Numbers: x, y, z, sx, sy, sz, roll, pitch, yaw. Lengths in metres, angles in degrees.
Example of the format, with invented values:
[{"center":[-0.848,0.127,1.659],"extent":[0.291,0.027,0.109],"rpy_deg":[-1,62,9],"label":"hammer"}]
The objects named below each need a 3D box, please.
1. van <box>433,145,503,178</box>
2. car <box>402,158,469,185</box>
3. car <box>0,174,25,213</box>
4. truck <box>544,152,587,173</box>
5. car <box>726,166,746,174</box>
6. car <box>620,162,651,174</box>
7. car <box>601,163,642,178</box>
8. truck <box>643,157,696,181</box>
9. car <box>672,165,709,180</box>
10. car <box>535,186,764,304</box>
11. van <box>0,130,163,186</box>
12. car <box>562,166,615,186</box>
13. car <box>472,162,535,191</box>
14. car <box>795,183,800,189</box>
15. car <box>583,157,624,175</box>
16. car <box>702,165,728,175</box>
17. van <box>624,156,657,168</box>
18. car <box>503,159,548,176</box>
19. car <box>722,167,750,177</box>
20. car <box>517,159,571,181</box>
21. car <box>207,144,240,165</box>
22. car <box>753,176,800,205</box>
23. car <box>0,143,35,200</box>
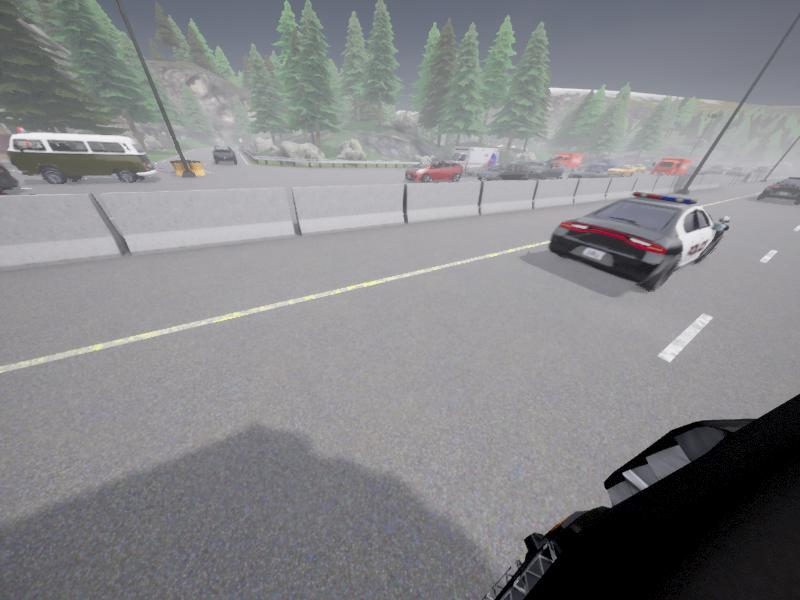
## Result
[{"center":[6.583,-13.402,22.442],"extent":[6.366,2.431,2.351],"rpy_deg":[-16,38,-26],"label":"van"},{"center":[2.611,-9.665,17.325],"extent":[4.514,1.525,2.007],"rpy_deg":[-16,38,-26],"label":"car"},{"center":[-13.960,-2.822,5.508],"extent":[4.553,1.767,2.097],"rpy_deg":[-16,38,-26],"label":"car"},{"center":[25.101,-20.908,35.136],"extent":[5.204,2.467,2.627],"rpy_deg":[-16,38,-27],"label":"truck"},{"center":[86.453,-33.371,59.423],"extent":[3.988,1.617,1.851],"rpy_deg":[-16,38,-26],"label":"car"},{"center":[40.557,-22.699,39.802],"extent":[5.366,1.575,1.801],"rpy_deg":[-16,38,-26],"label":"car"},{"center":[29.700,-17.379,30.960],"extent":[5.366,1.575,1.801],"rpy_deg":[-16,38,-26],"label":"car"},{"center":[35.006,-17.017,30.030],"extent":[5.204,2.467,2.627],"rpy_deg":[-16,38,-27],"label":"truck"},{"center":[43.392,-19.048,34.478],"extent":[4.856,1.649,2.033],"rpy_deg":[-16,38,-26],"label":"car"},{"center":[5.957,-1.677,5.538],"extent":[4.974,1.542,2.038],"rpy_deg":[-16,38,-26],"label":"car"},{"center":[-15.420,-6.974,11.436],"extent":[4.480,2.038,2.069],"rpy_deg":[-16,38,-26],"label":"van"},{"center":[17.576,-11.617,21.547],"extent":[4.181,1.385,1.994],"rpy_deg":[-16,38,-26],"label":"car"},{"center":[7.273,-8.766,16.304],"extent":[3.705,1.549,1.789],"rpy_deg":[-16,38,-26],"label":"car"},{"center":[50.613,-14.307,27.977],"extent":[4.514,1.525,2.007],"rpy_deg":[-16,38,-26],"label":"car"},{"center":[30.350,-19.987,34.521],"extent":[5.566,2.045,2.150],"rpy_deg":[-16,38,-26],"label":"car"},{"center":[69.248,-28.507,50.780],"extent":[4.611,1.667,2.242],"rpy_deg":[-16,38,-26],"label":"car"},{"center":[71.404,-41.113,68.634],"extent":[1.988,2.561,5.915],"rpy_deg":[-16,38,-26],"label":"van"},{"center":[14.508,-15.267,26.700],"extent":[4.892,1.490,1.837],"rpy_deg":[-16,38,-26],"label":"car"},{"center":[68.287,-26.028,46.920],"extent":[4.974,1.542,2.038],"rpy_deg":[-16,38,-26],"label":"car"},{"center":[14.461,-13.094,23.265],"extent":[4.611,1.667,2.242],"rpy_deg":[-16,38,-26],"label":"car"},{"center":[-18.244,-15.163,24.024],"extent":[2.128,1.511,4.902],"rpy_deg":[-17,38,-27],"label":"car"},{"center":[28.918,-8.177,17.080],"extent":[4.974,1.542,2.038],"rpy_deg":[-16,38,-26],"label":"car"},{"center":[-16.786,-4.199,7.484],"extent":[4.611,1.667,2.242],"rpy_deg":[-16,38,-26],"label":"car"}]
